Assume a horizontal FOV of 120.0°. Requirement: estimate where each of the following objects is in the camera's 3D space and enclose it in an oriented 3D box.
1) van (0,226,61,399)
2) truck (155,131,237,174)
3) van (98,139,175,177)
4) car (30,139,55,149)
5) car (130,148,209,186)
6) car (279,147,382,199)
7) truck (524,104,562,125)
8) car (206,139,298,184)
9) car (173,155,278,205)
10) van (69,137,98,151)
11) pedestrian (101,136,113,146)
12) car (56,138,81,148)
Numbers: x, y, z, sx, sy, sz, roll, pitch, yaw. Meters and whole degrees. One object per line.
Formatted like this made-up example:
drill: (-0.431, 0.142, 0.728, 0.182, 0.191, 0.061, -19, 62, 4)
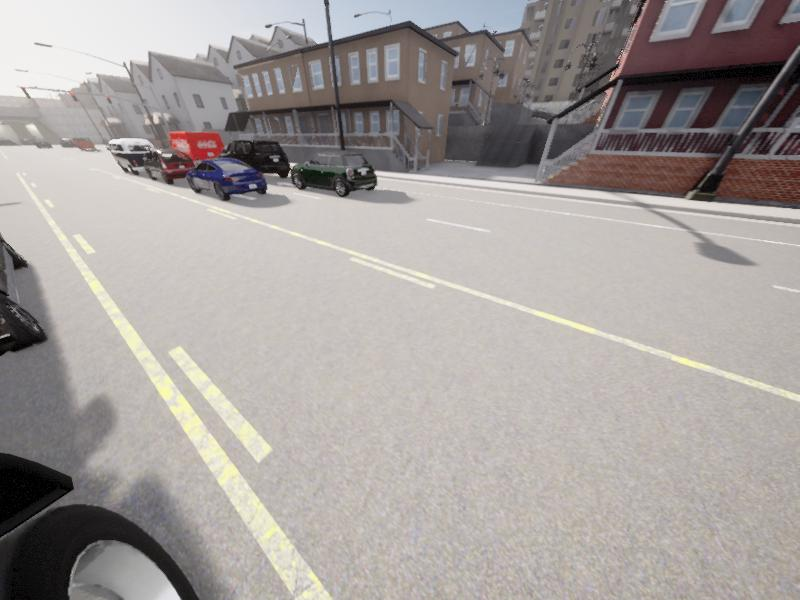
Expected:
van: (-6.945, -0.718, 2.663, 5.915, 2.561, 1.988, 22, 41, 28)
truck: (-15.820, -11.569, 17.987, 5.204, 2.467, 2.627, 23, 41, 29)
van: (-18.614, -10.147, 16.331, 4.480, 2.038, 2.069, 22, 41, 28)
car: (-73.310, -31.998, 47.333, 4.514, 1.525, 2.007, 22, 41, 28)
car: (-13.568, -7.932, 13.612, 3.988, 1.617, 1.851, 22, 41, 28)
car: (-3.347, -6.340, 11.270, 4.553, 1.767, 2.097, 22, 41, 28)
truck: (29.833, -38.661, 48.221, 6.274, 2.098, 2.390, 32, 45, 19)
car: (-9.301, -8.834, 14.533, 5.566, 2.045, 2.150, 22, 41, 28)
car: (-7.936, -5.583, 10.473, 4.674, 1.442, 1.812, 22, 41, 28)
van: (-56.225, -27.778, 41.024, 4.442, 1.987, 1.775, 22, 41, 28)
pedestrian: (-65.758, -35.625, 51.846, 0.751, 1.860, 0.751, 21, 40, 26)
car: (-71.168, -33.631, 49.574, 4.611, 1.667, 2.242, 22, 41, 28)
